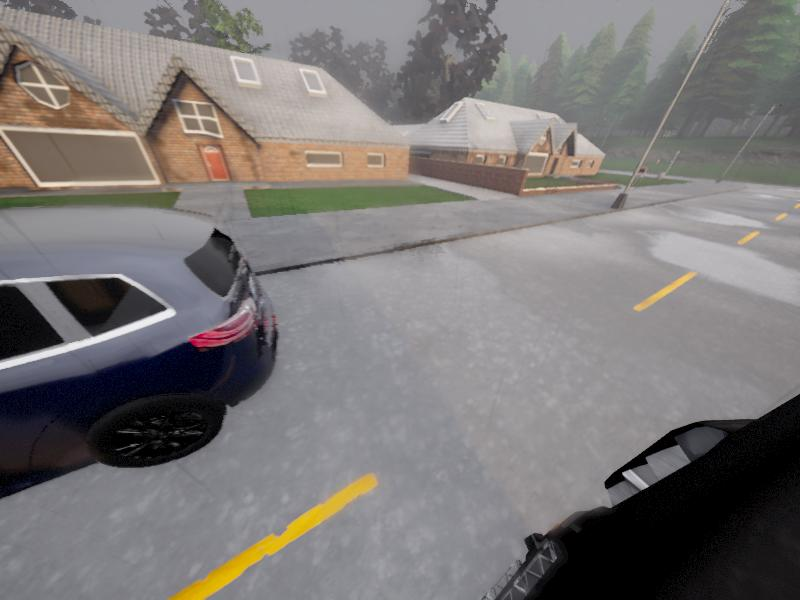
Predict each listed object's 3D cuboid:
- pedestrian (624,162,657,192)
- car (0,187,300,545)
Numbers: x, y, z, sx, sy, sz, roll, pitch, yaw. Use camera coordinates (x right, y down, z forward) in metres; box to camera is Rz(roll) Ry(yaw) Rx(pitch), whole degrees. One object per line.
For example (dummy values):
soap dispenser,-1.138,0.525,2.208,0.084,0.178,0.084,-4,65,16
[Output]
pedestrian,17.691,-9.098,17.040,0.751,1.860,0.751,-16,38,-26
car,-3.479,0.410,1.545,4.611,1.667,2.242,-16,38,-26
